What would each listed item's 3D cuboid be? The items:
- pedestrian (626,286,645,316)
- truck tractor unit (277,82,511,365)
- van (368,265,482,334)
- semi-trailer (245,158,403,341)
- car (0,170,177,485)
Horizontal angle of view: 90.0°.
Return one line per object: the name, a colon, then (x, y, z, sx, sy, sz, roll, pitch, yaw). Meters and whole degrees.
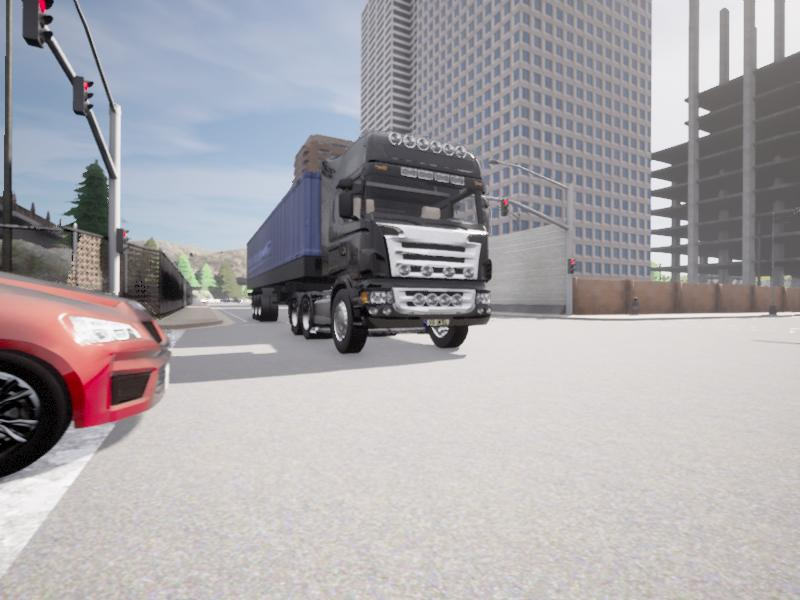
pedestrian: (15.051, 0.046, 25.579, 0.751, 1.860, 0.751, 0, 0, -31)
truck tractor unit: (-0.798, -1.117, 9.548, 3.053, 4.208, 6.516, 0, 0, -26)
van: (0.667, -0.011, 14.292, 2.069, 2.038, 4.480, 0, 0, -27)
semi-trailer: (-4.313, -1.247, 16.633, 2.717, 4.402, 14.254, 0, 0, -26)
car: (-4.028, 0.144, 2.403, 4.611, 1.667, 2.242, 0, 0, -27)
